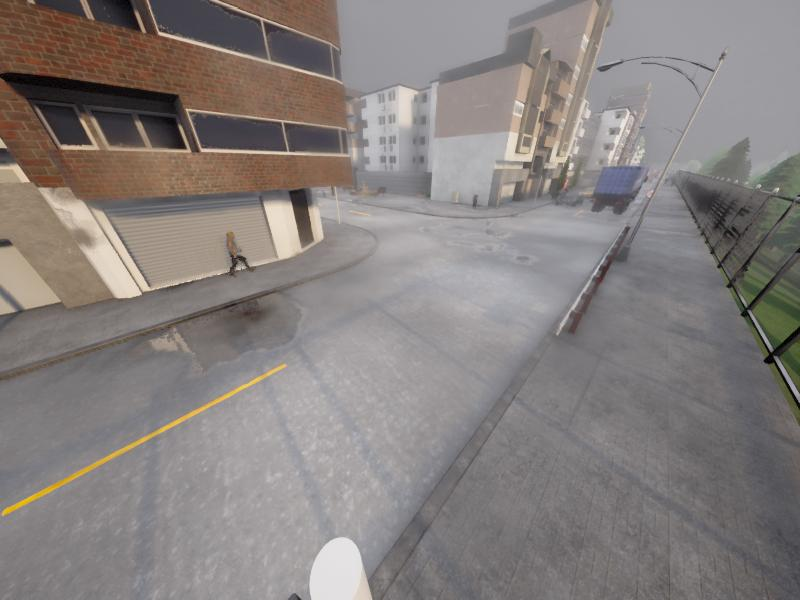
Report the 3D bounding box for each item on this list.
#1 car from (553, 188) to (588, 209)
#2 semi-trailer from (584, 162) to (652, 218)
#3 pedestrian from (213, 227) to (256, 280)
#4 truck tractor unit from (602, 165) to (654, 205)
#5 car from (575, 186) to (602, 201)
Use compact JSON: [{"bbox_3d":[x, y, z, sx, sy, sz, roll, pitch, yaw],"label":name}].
[{"bbox_3d":[20.264,-12.126,27.421,2.097,1.767,4.553,27,39,38],"label":"car"},{"bbox_3d":[24.182,-12.392,25.251,14.254,4.402,2.717,-27,39,-38],"label":"semi-trailer"},{"bbox_3d":[-6.615,-1.864,9.310,0.751,1.860,0.751,26,39,38],"label":"pedestrian"},{"bbox_3d":[29.788,-15.105,30.144,6.516,4.208,3.053,-27,40,-38],"label":"truck tractor unit"},{"bbox_3d":[27.553,-15.677,33.785,5.366,1.575,1.801,-27,39,-38],"label":"car"}]
